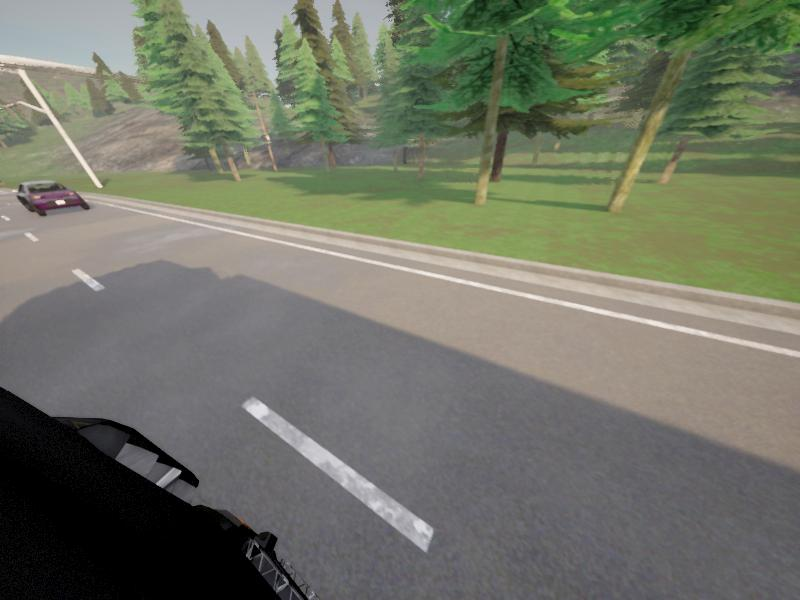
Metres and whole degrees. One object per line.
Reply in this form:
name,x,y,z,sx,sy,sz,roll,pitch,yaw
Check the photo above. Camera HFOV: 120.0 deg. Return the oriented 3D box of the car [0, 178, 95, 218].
car,-18.714,-5.523,12.283,4.193,1.474,1.816,16,38,25
